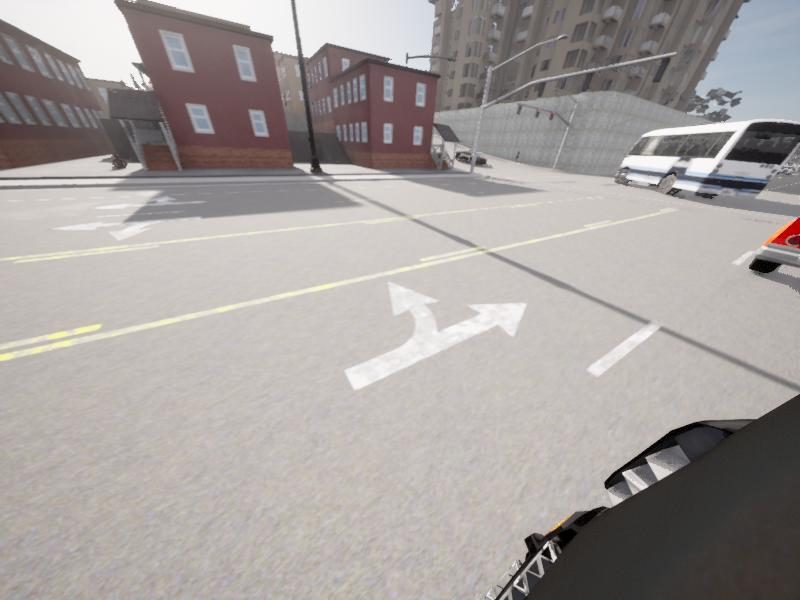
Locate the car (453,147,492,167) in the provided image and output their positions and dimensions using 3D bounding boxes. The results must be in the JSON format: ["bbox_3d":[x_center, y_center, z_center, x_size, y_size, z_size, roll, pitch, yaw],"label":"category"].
[{"bbox_3d":[10.219,-20.334,32.840,1.930,1.638,5.238,-16,43,-26],"label":"car"}]

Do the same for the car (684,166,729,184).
[{"bbox_3d":[37.938,-15.475,28.578,4.856,1.649,2.033,-16,38,-26],"label":"car"}]

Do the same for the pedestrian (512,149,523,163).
[{"bbox_3d":[18.858,-23.129,37.169,0.751,1.860,0.751,-16,38,-25],"label":"pedestrian"}]

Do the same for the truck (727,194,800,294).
[{"bbox_3d":[10.307,-1.454,4.617,5.204,2.467,2.627,-12,36,-24],"label":"truck"}]

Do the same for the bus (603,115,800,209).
[{"bbox_3d":[21.226,-10.481,17.444,3.944,4.253,10.273,11,35,8],"label":"bus"}]
